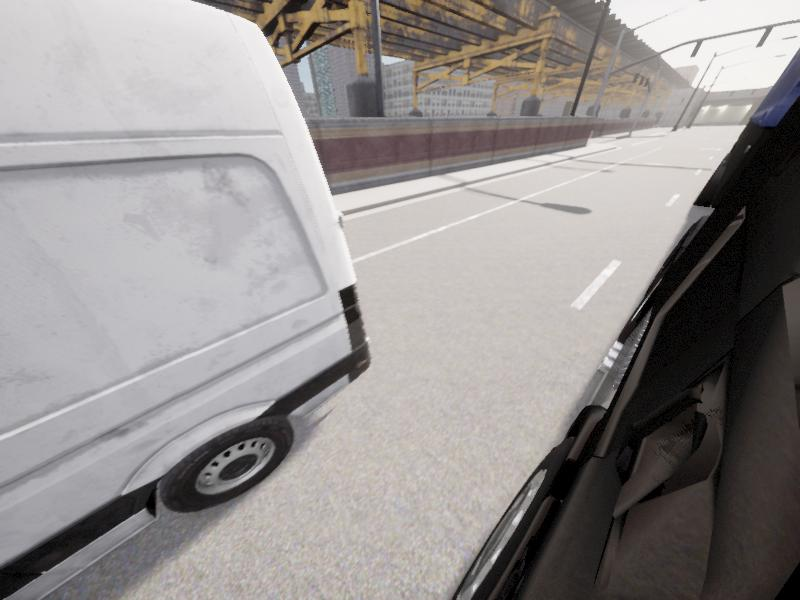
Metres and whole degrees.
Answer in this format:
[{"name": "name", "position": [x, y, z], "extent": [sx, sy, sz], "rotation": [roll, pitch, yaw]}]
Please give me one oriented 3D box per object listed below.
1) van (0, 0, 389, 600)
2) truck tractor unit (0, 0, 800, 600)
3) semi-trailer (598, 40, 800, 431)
[{"name": "van", "position": [-3.056, 0.651, 0.754], "extent": [5.915, 2.561, 1.988], "rotation": [-28, 44, -30]}, {"name": "truck tractor unit", "position": [2.645, -0.295, 0.351], "extent": [6.516, 4.208, 3.053], "rotation": [-28, 44, -30]}, {"name": "semi-trailer", "position": [8.685, -3.585, 4.282], "extent": [14.254, 4.402, 2.717], "rotation": [-28, 44, -30]}]
